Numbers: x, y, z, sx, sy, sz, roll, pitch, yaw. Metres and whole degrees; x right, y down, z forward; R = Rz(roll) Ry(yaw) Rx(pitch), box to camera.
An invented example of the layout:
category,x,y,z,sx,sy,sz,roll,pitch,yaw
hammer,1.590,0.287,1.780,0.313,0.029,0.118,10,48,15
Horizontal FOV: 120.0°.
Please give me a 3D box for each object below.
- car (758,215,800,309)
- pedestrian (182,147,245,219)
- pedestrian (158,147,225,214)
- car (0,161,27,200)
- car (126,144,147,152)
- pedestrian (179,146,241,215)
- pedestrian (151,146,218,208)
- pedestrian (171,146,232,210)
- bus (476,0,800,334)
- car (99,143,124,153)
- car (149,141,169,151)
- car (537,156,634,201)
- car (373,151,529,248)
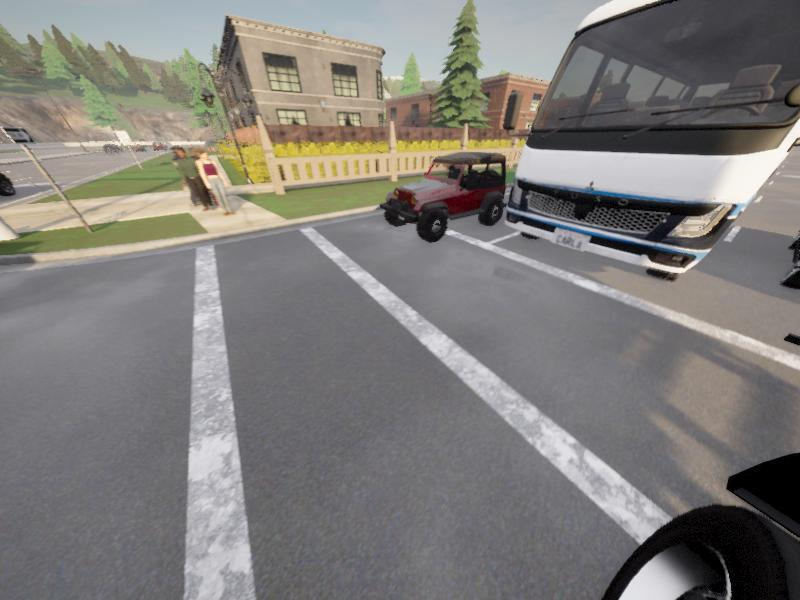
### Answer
category,x,y,z,sx,sy,sz,roll,pitch,yaw
car,8.687,-0.969,3.894,4.902,1.511,2.128,-22,40,-28
pedestrian,-5.691,-3.587,7.121,0.751,1.860,0.751,30,45,35
pedestrian,-6.734,-3.923,7.606,0.751,1.860,0.751,-7,36,-10
car,-18.842,-4.782,9.078,2.150,2.045,5.566,-21,40,-26
car,-56.626,-32.791,49.755,1.895,1.301,4.718,-21,40,-27
pedestrian,-6.165,-3.907,7.579,0.751,1.860,0.751,25,42,31
pedestrian,-7.483,-4.301,8.150,0.751,1.860,0.751,2,35,4
pedestrian,-6.848,-4.249,8.069,0.751,1.860,0.751,21,40,27
bus,7.246,-3.906,5.691,10.273,4.253,3.944,-22,41,-28
car,-58.553,-30.909,46.934,1.837,1.490,4.892,-22,40,-27
car,-55.127,-35.310,52.895,2.097,1.767,4.553,-21,40,-27
car,8.881,-5.942,11.064,4.181,1.385,1.994,-23,41,-29
car,1.448,-3.132,6.696,3.866,1.878,1.905,-22,40,-28
